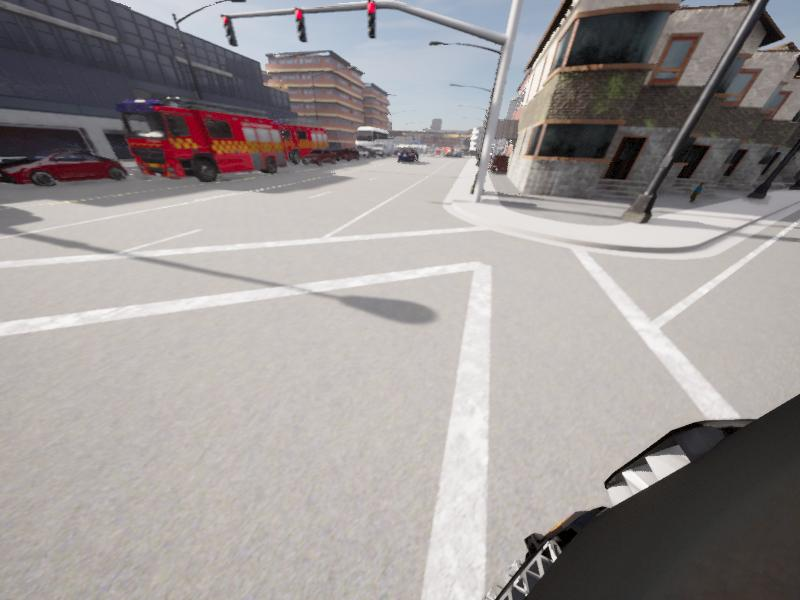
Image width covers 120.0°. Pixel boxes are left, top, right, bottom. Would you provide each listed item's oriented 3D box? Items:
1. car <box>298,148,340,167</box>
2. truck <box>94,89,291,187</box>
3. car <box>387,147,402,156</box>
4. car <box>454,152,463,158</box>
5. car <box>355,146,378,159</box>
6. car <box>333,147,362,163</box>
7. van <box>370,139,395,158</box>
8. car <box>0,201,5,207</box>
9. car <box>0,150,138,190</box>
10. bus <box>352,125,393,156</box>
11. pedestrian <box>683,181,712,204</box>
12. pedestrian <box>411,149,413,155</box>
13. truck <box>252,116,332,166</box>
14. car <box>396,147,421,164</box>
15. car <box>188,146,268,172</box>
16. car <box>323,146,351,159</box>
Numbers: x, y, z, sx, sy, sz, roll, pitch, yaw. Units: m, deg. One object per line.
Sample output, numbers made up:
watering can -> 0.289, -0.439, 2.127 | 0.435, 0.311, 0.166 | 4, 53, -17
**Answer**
car -> -8.392, -15.105, 24.408 | 1.812, 1.442, 4.674 | 11, 36, 12
truck -> -11.411, -9.998, 14.666 | 2.891, 3.827, 8.468 | 11, 35, 12
car -> -1.128, -29.755, 46.330 | 1.812, 1.442, 4.674 | 10, 34, 10
car -> 17.615, -43.612, 69.706 | 1.994, 1.385, 4.181 | 11, 33, 12
car -> -4.940, -22.026, 34.529 | 1.970, 1.475, 3.806 | 11, 35, 12
car -> -6.638, -18.668, 29.592 | 1.816, 1.474, 4.193 | 11, 36, 12
van -> -2.928, -26.320, 40.136 | 2.351, 2.431, 6.366 | 11, 35, 12
car -> -14.849, -2.682, 5.073 | 2.150, 2.045, 5.566 | 12, 35, 13
car -> -16.498, -6.521, 11.345 | 1.994, 1.385, 4.181 | 11, 34, 12
bus -> -4.895, -30.086, 44.015 | 3.944, 4.253, 10.273 | 11, 34, 12
pedestrian -> 17.477, -6.318, 13.574 | 0.500, 1.100, 0.500 | -14, 37, -23
pedestrian -> 4.785, -57.953, 90.320 | 0.751, 1.860, 0.751 | 6, 33, 5
truck -> -11.331, -17.567, 25.687 | 2.891, 3.827, 8.468 | 11, 36, 12
car -> 1.266, -19.796, 31.507 | 2.242, 1.667, 4.611 | 11, 36, 12
car -> -13.845, -11.736, 19.094 | 2.038, 1.542, 4.974 | 11, 35, 12
car -> -8.983, -21.309, 33.341 | 1.994, 1.385, 4.181 | 10, 36, 11
